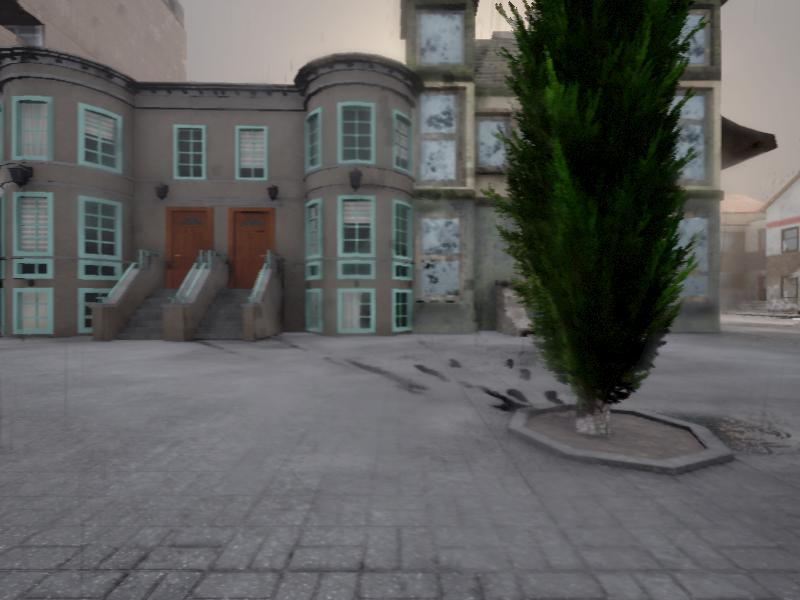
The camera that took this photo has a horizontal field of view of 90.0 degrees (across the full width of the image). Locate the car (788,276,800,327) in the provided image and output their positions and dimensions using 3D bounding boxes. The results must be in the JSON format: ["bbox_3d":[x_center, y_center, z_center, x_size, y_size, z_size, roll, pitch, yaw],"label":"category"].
[{"bbox_3d":[15.732,0.049,13.314,1.905,1.878,3.866,0,0,0],"label":"car"}]

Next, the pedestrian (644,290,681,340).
[{"bbox_3d":[5.867,0.328,8.960,0.500,1.100,0.500,0,0,-6],"label":"pedestrian"}]
